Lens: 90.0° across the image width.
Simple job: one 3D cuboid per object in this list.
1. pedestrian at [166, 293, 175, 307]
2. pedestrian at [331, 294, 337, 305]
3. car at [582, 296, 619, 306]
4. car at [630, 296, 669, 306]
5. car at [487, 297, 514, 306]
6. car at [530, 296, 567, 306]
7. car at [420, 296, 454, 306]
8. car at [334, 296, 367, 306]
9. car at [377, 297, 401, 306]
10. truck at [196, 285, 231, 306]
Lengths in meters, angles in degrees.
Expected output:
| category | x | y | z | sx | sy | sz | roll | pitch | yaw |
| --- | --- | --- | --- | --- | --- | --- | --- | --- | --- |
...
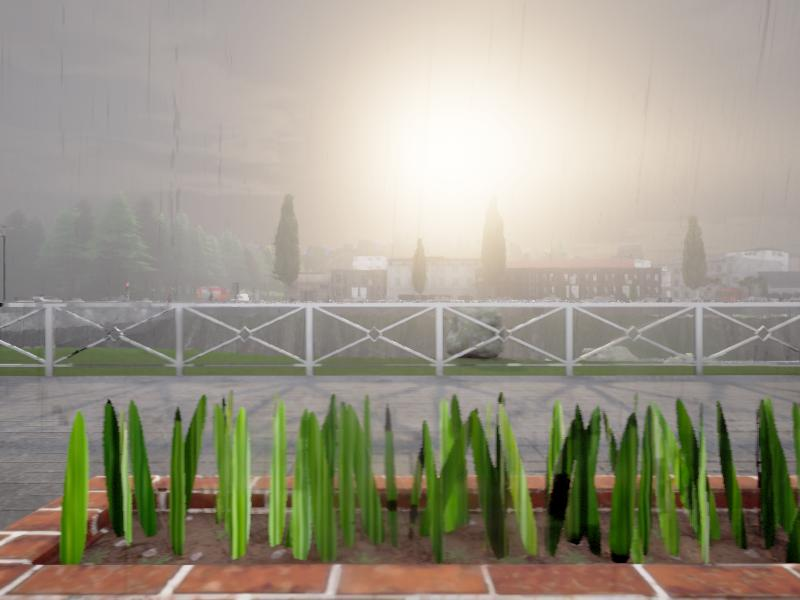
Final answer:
| category | x | y | z | sx | sy | sz | roll | pitch | yaw |
| --- | --- | --- | --- | --- | --- | --- | --- | --- | --- |
| pedestrian | -29.636 | -0.028 | 51.608 | 0.751 | 1.860 | 0.751 | 0 | 0 | -1 |
| pedestrian | -11.015 | -0.054 | 67.016 | 0.751 | 1.860 | 0.751 | 0 | 0 | -29 |
| car | 32.178 | 0.129 | 64.353 | 4.856 | 1.649 | 2.033 | 0 | 0 | 0 |
| car | 40.147 | 0.148 | 64.353 | 4.974 | 1.542 | 2.038 | 0 | 0 | 0 |
| car | 16.081 | 0.234 | 64.353 | 3.806 | 1.475 | 1.970 | 0 | 0 | 0 |
| car | 23.862 | 0.142 | 64.350 | 5.238 | 1.638 | 1.930 | 0 | 0 | 0 |
| car | 5.959 | 0.164 | 64.355 | 5.238 | 1.638 | 1.930 | 0 | 0 | 0 |
| car | -7.886 | 0.190 | 64.352 | 5.027 | 1.651 | 2.152 | 0 | 0 | 0 |
| car | -1.766 | 0.255 | 64.353 | 3.806 | 1.475 | 1.970 | 0 | 0 | 0 |
| truck | -36.204 | -0.881 | 78.163 | 2.891 | 3.827 | 8.468 | 0 | 0 | 0 |
